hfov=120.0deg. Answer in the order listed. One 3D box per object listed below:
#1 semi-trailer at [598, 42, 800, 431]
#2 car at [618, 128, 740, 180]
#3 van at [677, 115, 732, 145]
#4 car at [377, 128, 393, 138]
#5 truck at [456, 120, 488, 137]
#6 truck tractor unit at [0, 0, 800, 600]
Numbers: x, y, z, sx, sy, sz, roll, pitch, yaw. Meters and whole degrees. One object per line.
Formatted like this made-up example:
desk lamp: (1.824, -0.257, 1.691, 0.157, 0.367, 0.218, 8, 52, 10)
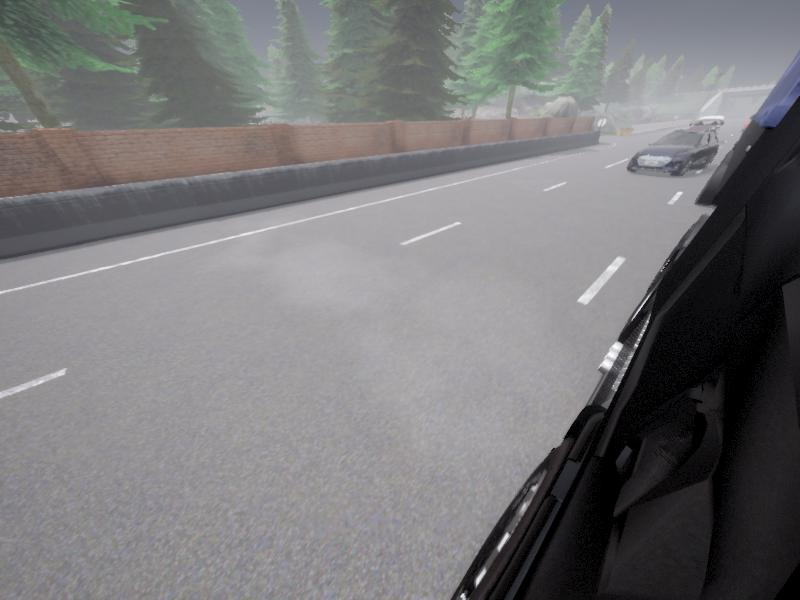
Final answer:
semi-trailer: (8.692, -3.593, 4.257, 14.254, 4.402, 2.717, -28, 44, -30)
car: (13.108, -7.012, 10.914, 4.856, 1.649, 2.033, -21, 40, -23)
van: (28.314, -15.819, 21.486, 4.480, 2.038, 2.069, -28, 44, -30)
car: (-3.798, -42.849, 59.252, 1.932, 1.855, 4.605, -23, 41, -25)
truck: (14.285, -34.158, 46.110, 2.627, 2.467, 5.204, -27, 43, -29)
truck tractor unit: (2.645, -0.295, 0.352, 6.516, 4.208, 3.053, -28, 44, -30)
